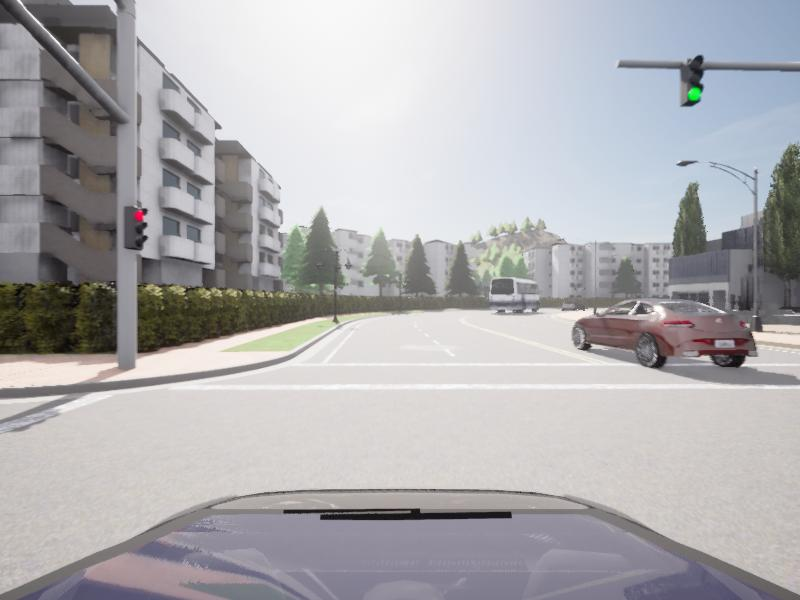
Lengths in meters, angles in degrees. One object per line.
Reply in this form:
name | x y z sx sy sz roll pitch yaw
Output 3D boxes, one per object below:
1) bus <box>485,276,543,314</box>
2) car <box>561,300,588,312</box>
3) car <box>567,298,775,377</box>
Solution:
bus | 14.610 -0.517 50.488 3.944 4.253 10.273 -1 0 35
car | 23.985 0.804 55.019 3.988 1.617 1.851 0 0 -41
car | 6.762 0.784 10.940 2.152 1.651 5.027 0 0 -2
